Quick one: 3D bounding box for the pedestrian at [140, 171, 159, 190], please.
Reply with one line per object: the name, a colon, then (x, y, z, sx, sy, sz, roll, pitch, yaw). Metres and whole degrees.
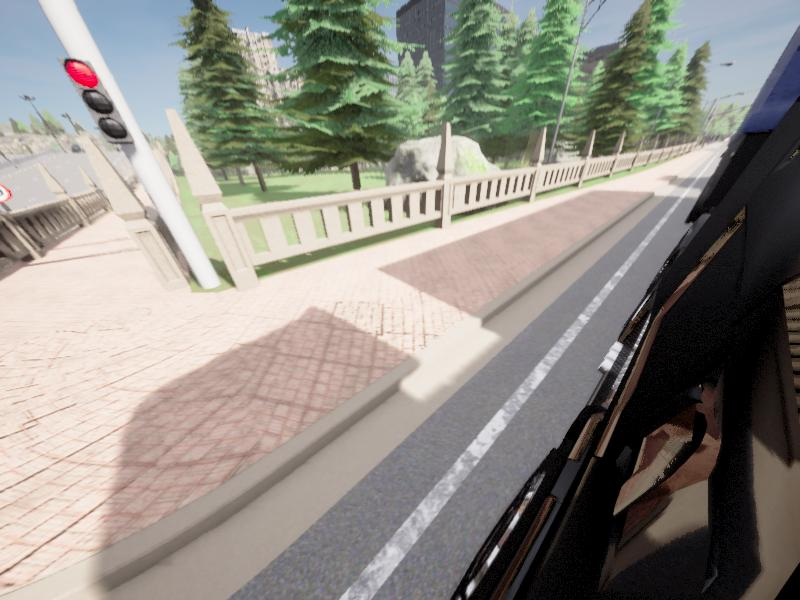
pedestrian: (-28.467, -13.557, 26.273, 0.751, 1.860, 0.751, -26, 38, -32)

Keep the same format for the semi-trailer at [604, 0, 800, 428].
semi-trailer: (8.678, -3.367, 4.565, 14.254, 4.402, 2.717, -25, 38, -33)

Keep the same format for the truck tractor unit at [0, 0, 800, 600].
truck tractor unit: (2.645, -0.295, 0.351, 6.516, 4.208, 3.053, -28, 44, -30)

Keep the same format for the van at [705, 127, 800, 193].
van: (18.739, -7.421, 12.074, 6.366, 2.431, 2.351, -26, 38, -32)
